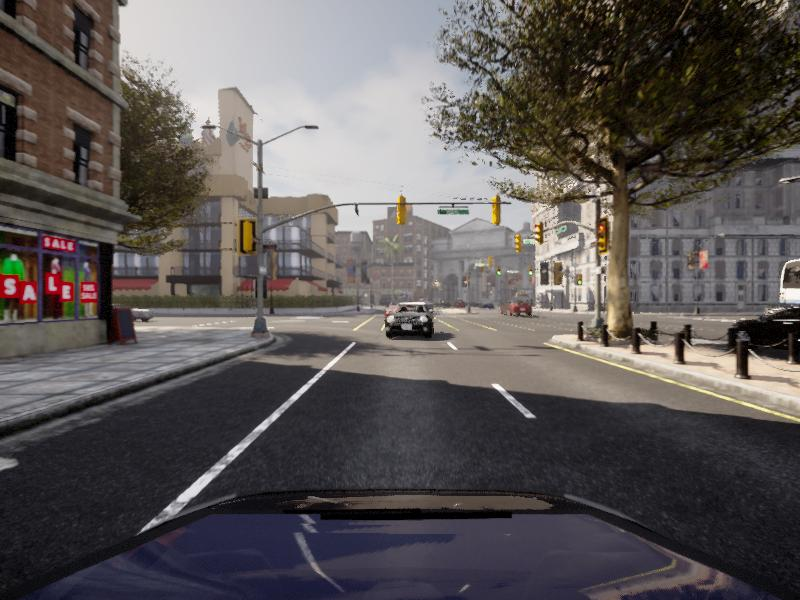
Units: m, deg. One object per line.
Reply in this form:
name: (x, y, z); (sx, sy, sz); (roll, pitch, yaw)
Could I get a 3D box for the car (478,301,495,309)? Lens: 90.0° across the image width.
car: (15.228, 0.914, 70.650); (1.994, 1.385, 4.181); (0, 0, 0)

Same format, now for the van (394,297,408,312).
van: (0.161, 0.606, 53.849); (1.775, 1.987, 4.442); (0, 0, 0)

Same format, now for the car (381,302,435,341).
car: (0.489, 0.856, 17.587); (1.970, 1.475, 3.806); (0, 0, 7)

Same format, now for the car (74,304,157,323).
car: (-20.581, 0.948, 29.068); (4.718, 1.301, 1.895); (0, 0, 0)

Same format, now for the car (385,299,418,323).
car: (0.098, 0.761, 30.000); (2.242, 1.667, 4.611); (0, 0, 0)

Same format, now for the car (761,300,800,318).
car: (36.173, 0.785, 36.231); (5.027, 1.651, 2.152); (0, 0, 0)

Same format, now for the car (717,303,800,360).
car: (11.545, 0.846, 10.949); (1.837, 1.490, 4.892); (0, 0, 0)

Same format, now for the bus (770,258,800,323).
bus: (31.033, -0.537, 26.071); (10.273, 4.253, 3.944); (1, 0, -1)

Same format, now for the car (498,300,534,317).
car: (11.624, 0.785, 40.381); (2.152, 1.651, 5.027); (0, 0, 0)
